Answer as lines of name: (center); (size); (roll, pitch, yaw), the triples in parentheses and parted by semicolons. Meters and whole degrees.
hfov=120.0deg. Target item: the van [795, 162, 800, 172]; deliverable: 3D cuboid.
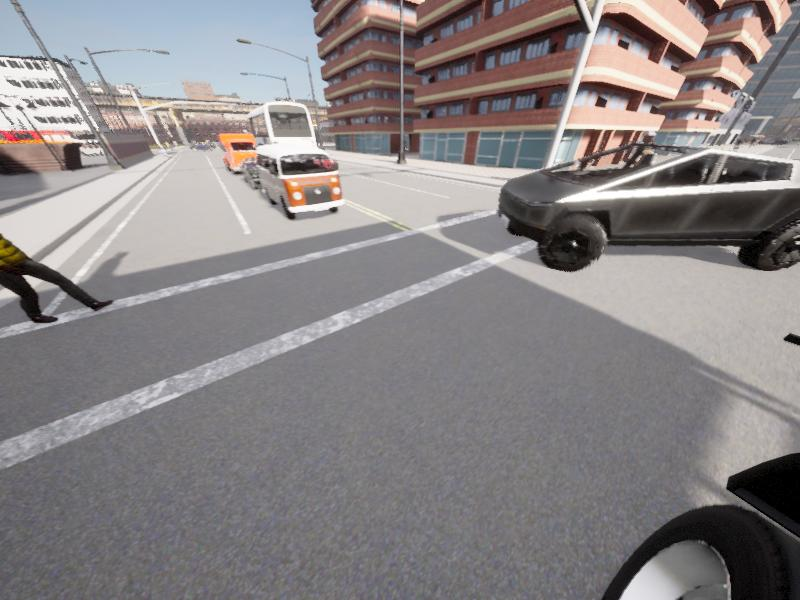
van: (31.559, -10.559, 16.827); (4.480, 2.038, 2.069); (-22, 41, -28)

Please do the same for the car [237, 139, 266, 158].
car: (-21.683, -22.185, 33.687); (2.150, 2.045, 5.566); (-24, 42, -30)

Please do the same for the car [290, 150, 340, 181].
car: (-5.826, -9.237, 15.689); (1.845, 1.501, 3.633); (-23, 41, -28)

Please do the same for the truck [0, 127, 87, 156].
truck: (-60.997, -26.886, 39.102); (8.468, 3.827, 2.891); (-26, 43, -32)

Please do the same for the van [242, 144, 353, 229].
van: (-3.779, -4.333, 8.291); (2.069, 2.038, 4.480); (-23, 41, -29)

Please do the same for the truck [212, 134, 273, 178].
truck: (-12.090, -11.143, 17.621); (2.627, 2.467, 5.204); (-23, 41, -28)

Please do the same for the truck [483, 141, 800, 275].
truck: (5.475, -2.065, 4.958); (6.274, 2.098, 2.390); (0, 37, 1)

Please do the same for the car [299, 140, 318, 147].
car: (-24.860, -42.654, 63.003); (4.181, 1.385, 1.994); (-23, 41, -27)

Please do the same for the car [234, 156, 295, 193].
car: (-7.803, -7.265, 13.117); (1.895, 1.301, 4.718); (-23, 41, -28)

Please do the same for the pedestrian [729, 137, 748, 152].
pedestrian: (48.955, -22.485, 33.412); (0.751, 1.860, 0.751); (-24, 41, -29)

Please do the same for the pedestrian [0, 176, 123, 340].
pedestrian: (-4.929, -0.474, 2.954); (0.751, 1.860, 0.751); (-6, 36, -8)

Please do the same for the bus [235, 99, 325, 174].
bus: (-10.827, -14.161, 20.338); (3.944, 4.253, 10.273); (-23, 41, -28)

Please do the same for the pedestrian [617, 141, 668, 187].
pedestrian: (11.707, -6.597, 11.223); (0.751, 1.860, 0.751); (5, 36, 8)

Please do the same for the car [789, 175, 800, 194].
car: (20.689, -5.847, 10.824); (4.181, 1.385, 1.994); (-22, 41, -28)

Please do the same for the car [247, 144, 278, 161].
car: (-17.069, -18.271, 28.561); (2.038, 1.542, 4.974); (-24, 41, -29)
